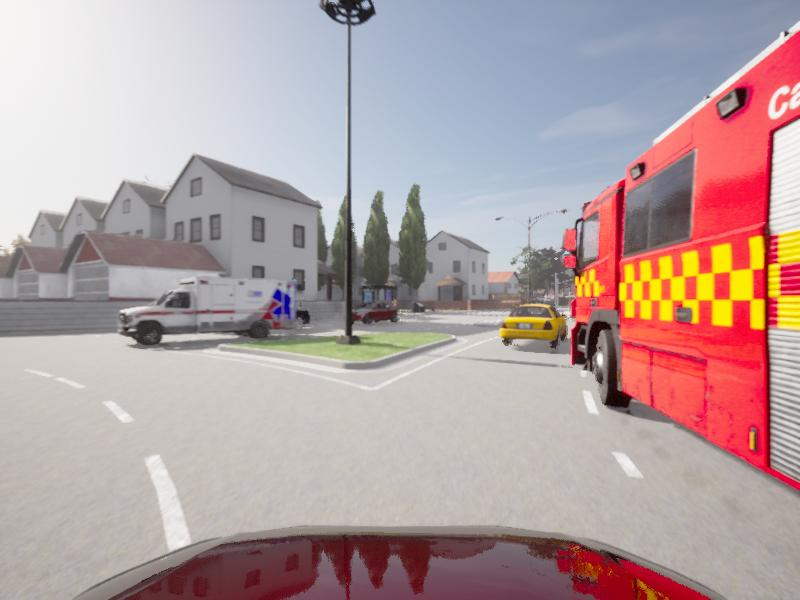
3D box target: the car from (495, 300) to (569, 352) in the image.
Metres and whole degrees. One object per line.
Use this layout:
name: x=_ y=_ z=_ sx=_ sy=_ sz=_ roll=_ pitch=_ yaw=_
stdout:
car: x=5.119 y=0.815 z=14.967 sx=1.801 sy=1.575 sz=5.366 roll=0 pitch=0 yaw=27

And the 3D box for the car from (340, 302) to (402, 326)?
car: x=-1.860 y=0.874 z=26.698 sx=1.816 sy=1.474 sz=4.193 roll=0 pitch=0 yaw=37

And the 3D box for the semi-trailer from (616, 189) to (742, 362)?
semi-trailer: x=10.844 y=-0.596 z=17.117 sx=2.717 sy=4.402 sz=14.254 roll=0 pitch=0 yaw=28

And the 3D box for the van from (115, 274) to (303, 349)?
van: x=-7.324 y=0.385 z=15.958 sx=6.366 sy=2.431 sz=2.351 roll=0 pitch=0 yaw=-41

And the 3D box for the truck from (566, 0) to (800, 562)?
truck: x=4.027 y=-0.317 z=3.328 sx=2.891 sy=3.827 sz=8.468 roll=0 pitch=0 yaw=8

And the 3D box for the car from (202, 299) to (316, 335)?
car: x=-7.152 y=0.782 z=20.778 sx=1.930 sy=1.638 sz=5.238 roll=0 pitch=0 yaw=45

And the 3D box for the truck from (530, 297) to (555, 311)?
truck: x=23.015 y=0.609 z=64.460 sx=2.390 sy=2.098 sz=6.274 roll=0 pitch=0 yaw=33
